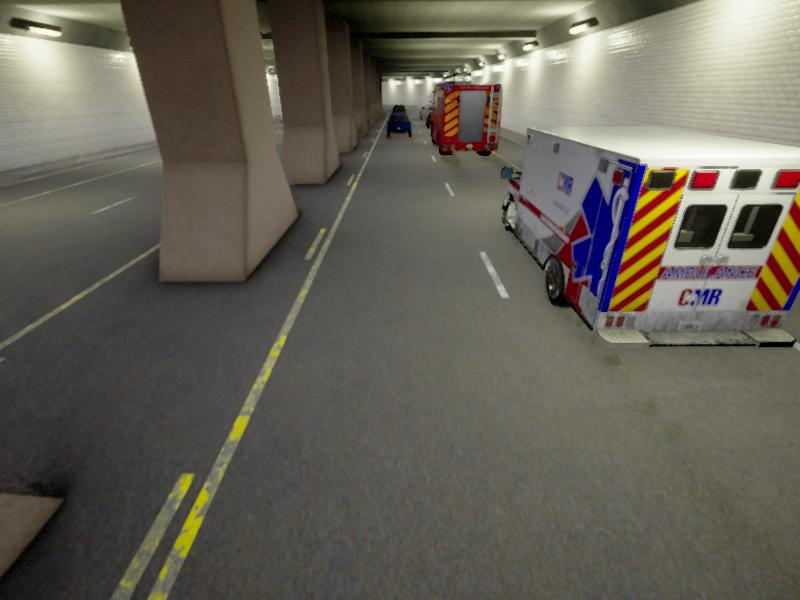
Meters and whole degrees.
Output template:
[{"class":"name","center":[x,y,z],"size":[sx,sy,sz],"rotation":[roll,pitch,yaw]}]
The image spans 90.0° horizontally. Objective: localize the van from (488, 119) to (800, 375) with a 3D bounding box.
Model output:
[{"class":"van","center":[3.479,-1.654,7.048],"size":[2.351,2.431,6.366],"rotation":[0,28,0]}]

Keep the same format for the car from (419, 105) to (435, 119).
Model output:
[{"class":"car","center":[3.404,-23.991,51.051],"size":[1.845,1.501,3.633],"rotation":[0,27,0]}]

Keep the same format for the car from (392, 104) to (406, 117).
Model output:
[{"class":"car","center":[-0.108,-26.958,56.811],"size":[1.882,1.535,5.008],"rotation":[0,28,0]}]

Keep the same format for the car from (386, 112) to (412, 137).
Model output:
[{"class":"car","center":[-0.064,-14.043,31.934],"size":[1.882,1.535,5.008],"rotation":[0,27,0]}]

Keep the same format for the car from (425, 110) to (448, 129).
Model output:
[{"class":"car","center":[3.426,-17.479,38.601],"size":[1.812,1.442,4.674],"rotation":[0,27,0]}]

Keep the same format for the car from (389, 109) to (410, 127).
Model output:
[{"class":"car","center":[-0.078,-19.027,41.690],"size":[2.033,1.411,5.357],"rotation":[0,27,0]}]

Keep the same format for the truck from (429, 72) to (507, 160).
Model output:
[{"class":"truck","center":[3.452,-10.645,22.852],"size":[2.891,3.827,8.468],"rotation":[0,27,0]}]
